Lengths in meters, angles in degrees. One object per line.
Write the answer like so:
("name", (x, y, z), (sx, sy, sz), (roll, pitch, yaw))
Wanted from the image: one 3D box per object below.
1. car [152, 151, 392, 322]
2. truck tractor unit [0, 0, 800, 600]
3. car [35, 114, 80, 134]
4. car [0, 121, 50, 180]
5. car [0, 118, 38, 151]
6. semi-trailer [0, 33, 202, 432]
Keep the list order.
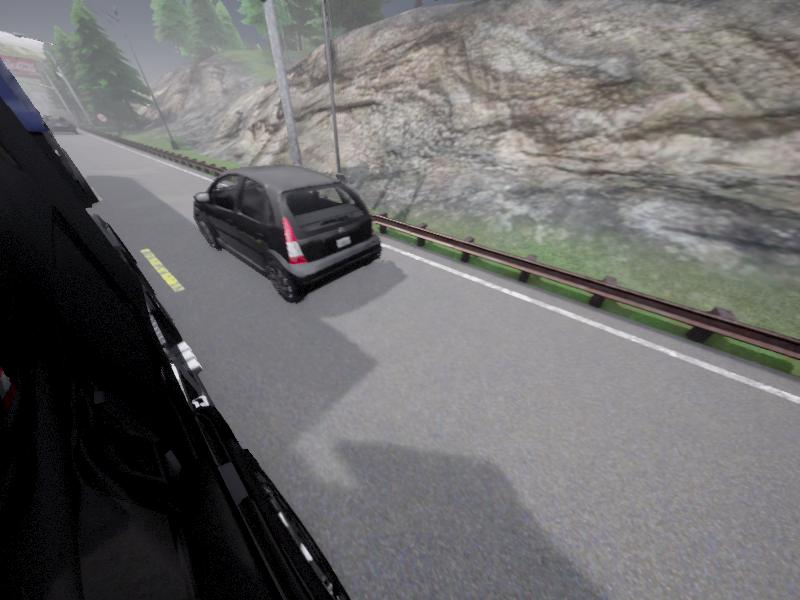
("car", (-2.287, -1.548, 4.237), (3.988, 1.617, 1.851), (27, 43, 28))
("truck tractor unit", (-2.645, -0.295, 0.351), (6.516, 4.208, 3.053), (28, 44, 30))
("car", (-40.030, -20.534, 27.000), (4.611, 1.667, 2.242), (27, 42, 28))
("car", (-16.711, -6.179, 9.362), (4.856, 1.649, 2.033), (27, 42, 28))
("car", (-26.149, -10.868, 15.092), (4.902, 1.511, 2.128), (27, 42, 28))
("semi-trailer", (-8.707, -3.626, 4.179), (14.254, 4.402, 2.717), (28, 43, 29))
